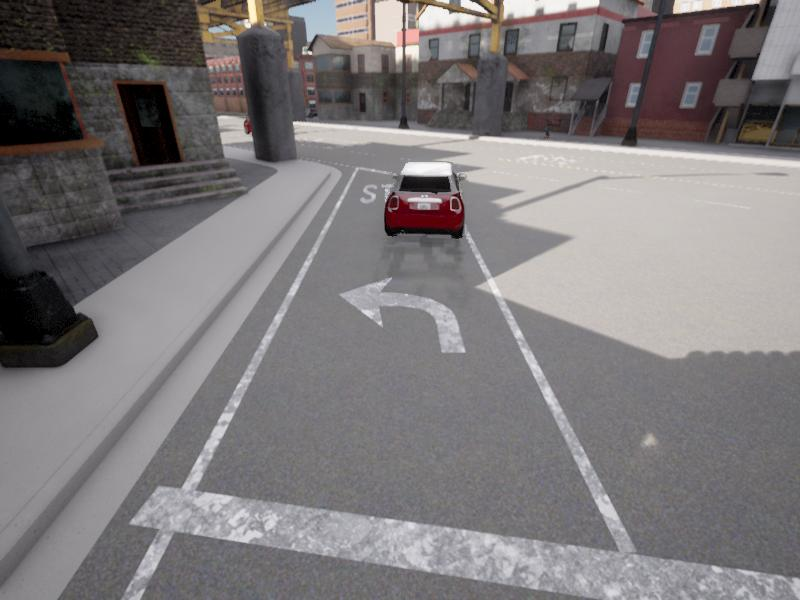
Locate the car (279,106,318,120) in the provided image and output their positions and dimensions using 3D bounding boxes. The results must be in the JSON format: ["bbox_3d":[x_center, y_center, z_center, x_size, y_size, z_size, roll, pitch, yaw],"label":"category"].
[{"bbox_3d":[-13.895,-25.751,55.026,4.974,1.542,2.038,-7,28,-13],"label":"car"}]

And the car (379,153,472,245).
[{"bbox_3d":[0.721,-2.813,10.480,1.970,1.475,3.806,3,27,5],"label":"car"}]

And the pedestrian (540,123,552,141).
[{"bbox_3d":[10.044,-11.561,27.543,0.500,1.100,0.500,22,35,37],"label":"pedestrian"}]

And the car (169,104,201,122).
[{"bbox_3d":[-27.700,-24.104,51.495,3.866,1.878,1.905,22,35,36],"label":"car"}]

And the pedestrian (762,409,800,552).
[{"bbox_3d":[3.433,0.937,2.705,0.751,1.860,0.751,10,29,19],"label":"pedestrian"}]

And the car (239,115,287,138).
[{"bbox_3d":[-11.336,-14.402,33.052,4.193,1.474,1.816,25,36,39],"label":"car"}]

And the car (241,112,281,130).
[{"bbox_3d":[-13.723,-17.731,39.533,1.970,1.475,3.806,-24,36,-39],"label":"car"}]
